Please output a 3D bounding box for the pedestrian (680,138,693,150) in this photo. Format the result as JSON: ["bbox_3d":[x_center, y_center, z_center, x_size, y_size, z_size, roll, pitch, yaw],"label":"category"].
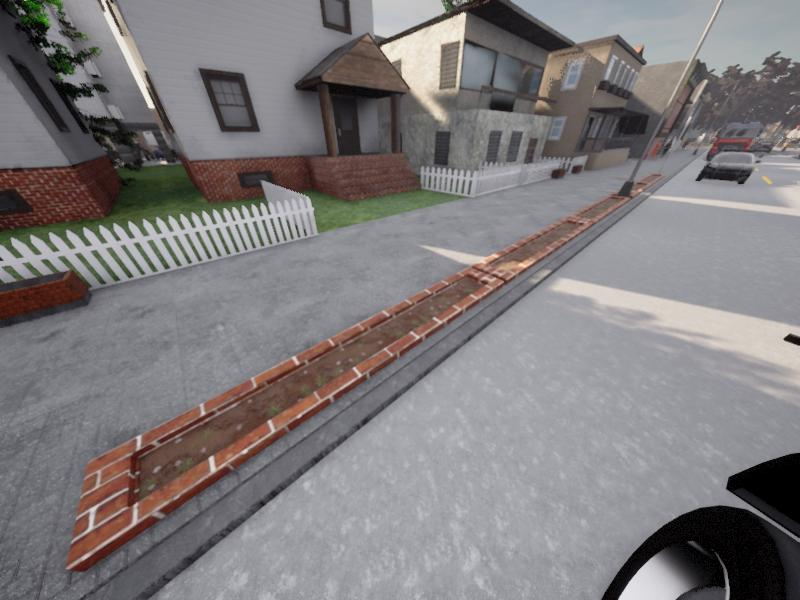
[{"bbox_3d":[54.012,-29.414,43.600,0.751,1.860,0.751,-26,43,-32],"label":"pedestrian"}]

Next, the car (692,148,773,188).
[{"bbox_3d":[19.719,-8.076,13.871,5.238,1.638,1.930,-27,43,-33],"label":"car"}]

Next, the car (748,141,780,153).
[{"bbox_3d":[60.014,-25.287,38.197,4.974,1.542,2.038,-27,43,-33],"label":"car"}]

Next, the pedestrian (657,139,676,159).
[{"bbox_3d":[31.281,-17.727,27.116,0.751,1.860,0.751,-29,44,-34],"label":"pedestrian"}]

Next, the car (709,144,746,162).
[{"bbox_3d":[35.867,-16.171,25.366,3.705,1.549,1.789,-27,43,-33],"label":"car"}]

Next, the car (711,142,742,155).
[{"bbox_3d":[49.183,-22.857,34.853,4.792,1.488,2.163,-27,43,-32],"label":"car"}]

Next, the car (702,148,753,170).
[{"bbox_3d":[28.426,-12.352,20.135,4.181,1.385,1.994,-27,43,-32],"label":"car"}]

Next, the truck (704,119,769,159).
[{"bbox_3d":[42.599,-20.501,29.505,8.468,3.827,2.891,-27,43,-32],"label":"truck"}]

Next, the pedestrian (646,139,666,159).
[{"bbox_3d":[29.192,-17.179,26.350,0.751,1.860,0.751,-25,42,-30],"label":"pedestrian"}]
